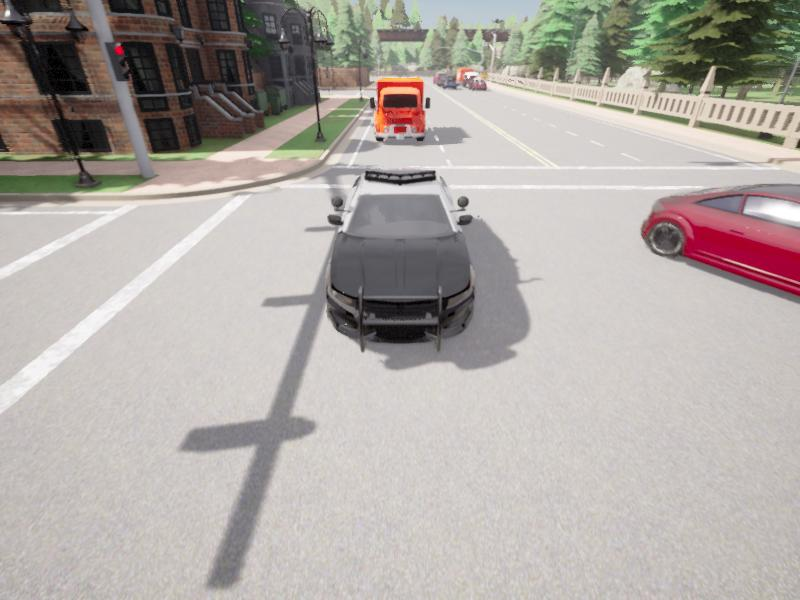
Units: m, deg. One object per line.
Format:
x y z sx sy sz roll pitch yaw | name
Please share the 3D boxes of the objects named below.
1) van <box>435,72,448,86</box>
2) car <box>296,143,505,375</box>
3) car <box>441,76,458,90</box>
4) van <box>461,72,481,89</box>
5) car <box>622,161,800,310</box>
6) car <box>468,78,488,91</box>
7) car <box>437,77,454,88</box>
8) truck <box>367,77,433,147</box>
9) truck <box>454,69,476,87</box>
7.014 -37.891 68.453 1.775 1.987 4.442 0 30 0 | van
0.005 -1.188 6.357 1.930 1.638 5.238 0 30 0 | car
7.014 -30.702 56.599 1.851 1.617 3.988 0 30 0 | car
10.513 -32.530 59.281 2.069 2.038 4.480 0 30 0 | van
6.236 -1.002 6.311 1.994 1.385 4.181 -17 34 -26 | car
10.513 -29.120 54.036 1.970 1.475 3.806 0 30 0 | car
7.015 -34.036 62.480 2.033 1.411 5.357 0 30 0 | car
0.007 -8.908 18.656 2.627 2.467 5.204 0 31 0 | truck
10.517 -36.232 65.154 2.627 2.467 5.204 0 30 0 | truck
